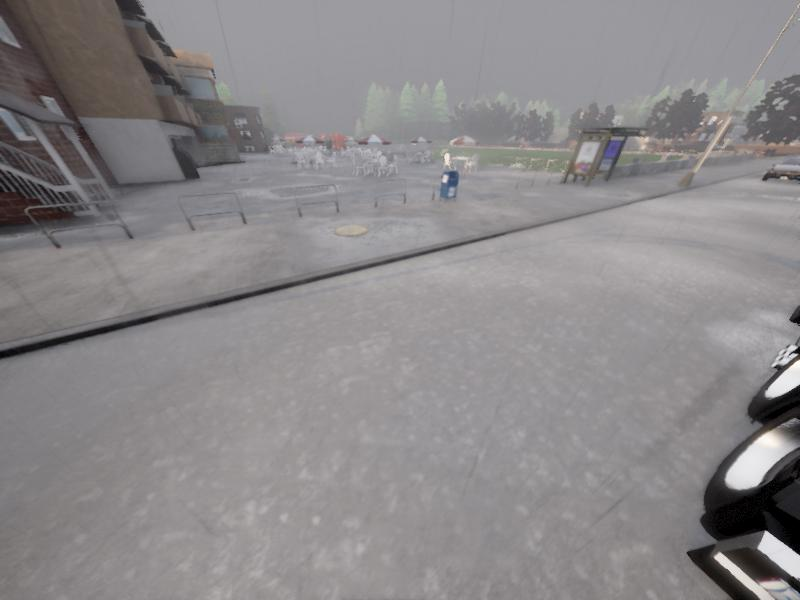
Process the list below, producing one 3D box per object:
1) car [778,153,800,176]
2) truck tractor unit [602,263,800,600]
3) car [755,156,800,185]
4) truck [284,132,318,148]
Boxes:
[{"bbox_3d":[34.318,-11.341,19.259,4.514,1.525,2.007,-18,39,-24],"label":"car"},{"bbox_3d":[5.108,-0.304,0.784,6.516,4.208,3.053,-18,39,-24],"label":"truck tractor unit"},{"bbox_3d":[27.547,-9.076,16.062,5.357,1.411,2.033,-18,39,-24],"label":"car"},{"bbox_3d":[-29.879,-48.354,69.900,8.468,3.827,2.891,-18,39,-24],"label":"truck"}]
